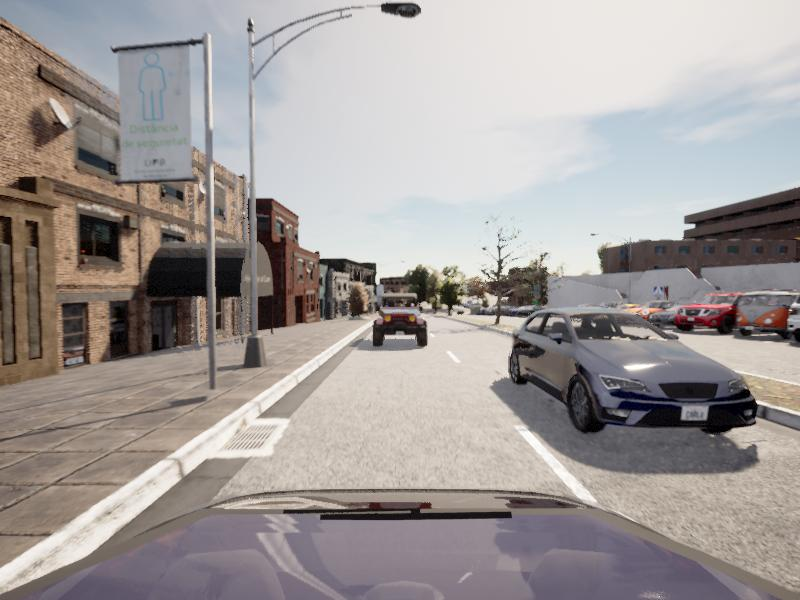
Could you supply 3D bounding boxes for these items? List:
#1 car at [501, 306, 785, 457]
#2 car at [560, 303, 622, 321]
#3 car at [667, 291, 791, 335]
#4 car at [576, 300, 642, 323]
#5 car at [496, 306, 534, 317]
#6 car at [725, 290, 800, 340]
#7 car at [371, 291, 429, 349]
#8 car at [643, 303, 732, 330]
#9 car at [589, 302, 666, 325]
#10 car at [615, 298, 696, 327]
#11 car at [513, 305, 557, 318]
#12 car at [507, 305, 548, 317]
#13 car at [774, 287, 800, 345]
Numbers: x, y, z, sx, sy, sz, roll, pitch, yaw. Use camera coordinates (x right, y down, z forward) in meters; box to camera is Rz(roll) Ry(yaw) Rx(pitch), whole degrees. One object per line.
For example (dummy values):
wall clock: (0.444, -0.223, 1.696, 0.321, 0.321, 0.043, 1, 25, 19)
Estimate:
car: (3.001, 0.858, 6.156, 1.816, 1.474, 4.193, 0, 0, 0)
car: (16.963, 1.088, 35.543, 5.008, 1.535, 2.097, 1, -1, -20)
car: (16.939, 0.640, 20.650, 5.566, 2.045, 2.435, 1, 0, -20)
car: (17.002, 0.912, 32.577, 4.553, 1.767, 2.185, 1, -1, -20)
car: (17.019, 1.701, 59.282, 4.892, 1.521, 2.231, 1, -2, -19)
car: (16.854, 0.642, 17.647, 4.442, 1.987, 1.878, 1, 0, -20)
car: (0.001, 0.674, 14.982, 1.905, 1.878, 3.866, 0, -1, 0)
car: (16.965, 0.958, 23.639, 4.674, 1.452, 2.002, 1, 0, -20)
car: (16.794, 0.984, 29.521, 5.366, 1.575, 1.946, 1, -1, -20)
car: (16.996, 0.827, 26.626, 4.553, 1.767, 2.185, 1, -1, -20)
car: (16.983, 1.433, 50.411, 5.008, 1.535, 2.097, 1, -2, -20)
car: (16.989, 1.519, 53.372, 5.008, 1.535, 2.097, 1, -2, -20)
car: (16.985, 0.602, 14.724, 5.566, 2.045, 2.435, 1, -1, -20)
